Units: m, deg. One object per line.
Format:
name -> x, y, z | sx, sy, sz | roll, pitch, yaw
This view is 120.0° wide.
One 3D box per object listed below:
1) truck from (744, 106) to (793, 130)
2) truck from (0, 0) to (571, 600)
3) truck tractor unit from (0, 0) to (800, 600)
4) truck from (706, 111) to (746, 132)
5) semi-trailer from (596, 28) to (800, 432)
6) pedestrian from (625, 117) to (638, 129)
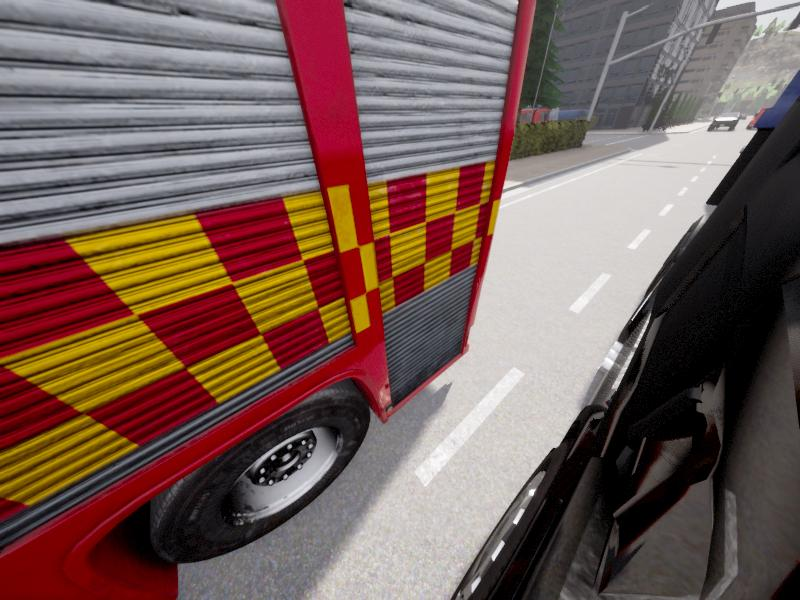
truck -> 51.409, -25.487, 32.376 | 5.204, 2.467, 2.627 | -28, 44, -30
truck -> -3.414, 0.341, 0.212 | 8.468, 3.827, 2.891 | -28, 44, -30
truck tractor unit -> 2.645, -0.295, 0.352 | 6.516, 4.208, 3.053 | -28, 44, -30
truck -> 46.910, -25.689, 33.240 | 6.274, 2.098, 2.390 | -28, 43, -29
semi-trailer -> 8.798, -3.537, 4.124 | 14.254, 4.402, 2.717 | -27, 43, -29
pedestrian -> 43.561, -33.279, 43.471 | 0.751, 1.860, 0.751 | -6, 37, -5
